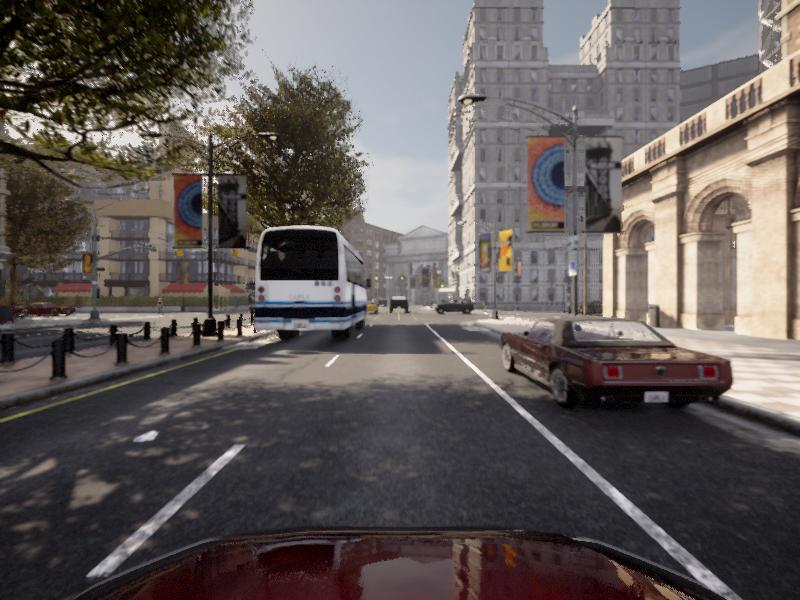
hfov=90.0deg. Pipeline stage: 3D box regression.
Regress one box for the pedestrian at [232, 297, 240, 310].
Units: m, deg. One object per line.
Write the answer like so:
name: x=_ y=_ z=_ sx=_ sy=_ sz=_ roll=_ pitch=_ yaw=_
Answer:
pedestrian: x=-23.506 y=0.489 z=57.470 sx=0.751 sy=1.860 sz=0.751 roll=0 pitch=0 yaw=29

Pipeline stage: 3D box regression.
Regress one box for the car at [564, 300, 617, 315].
car: x=21.046 y=0.830 z=44.372 sx=4.974 sy=1.542 sz=2.038 roll=0 pitch=0 yaw=-1

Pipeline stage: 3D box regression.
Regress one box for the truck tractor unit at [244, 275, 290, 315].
truck tractor unit: x=-15.116 y=-0.521 z=45.981 sx=3.053 sy=4.208 sz=6.516 roll=0 pitch=0 yaw=0

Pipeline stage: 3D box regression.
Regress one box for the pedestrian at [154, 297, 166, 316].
pedestrian: x=-23.295 y=0.640 z=38.855 sx=0.751 sy=1.860 sz=0.751 roll=0 pitch=0 yaw=0

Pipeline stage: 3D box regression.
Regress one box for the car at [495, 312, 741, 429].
car: x=3.240 y=0.939 z=7.287 sx=1.895 sy=1.301 sz=4.718 roll=0 pitch=0 yaw=0

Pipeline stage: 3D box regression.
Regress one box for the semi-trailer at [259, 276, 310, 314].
semi-trailer: x=-15.126 y=-0.615 z=53.896 sx=2.717 sy=4.402 sz=14.254 roll=0 pitch=0 yaw=0

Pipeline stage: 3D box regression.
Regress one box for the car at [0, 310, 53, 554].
car: x=-3.362 y=0.828 z=1.026 sx=1.845 sy=1.501 sz=3.633 roll=0 pitch=0 yaw=-1

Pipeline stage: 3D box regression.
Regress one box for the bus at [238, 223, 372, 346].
bus: x=-3.662 y=-0.533 z=19.011 sx=3.944 sy=4.253 sz=10.273 roll=0 pitch=0 yaw=0

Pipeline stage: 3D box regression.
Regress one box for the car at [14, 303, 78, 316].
car: x=-35.699 y=0.947 z=40.401 sx=4.718 sy=1.301 sz=1.895 roll=0 pitch=0 yaw=0

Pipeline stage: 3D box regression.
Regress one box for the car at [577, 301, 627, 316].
car: x=20.635 y=0.857 z=40.881 sx=4.193 sy=1.474 sz=1.816 roll=0 pitch=0 yaw=0

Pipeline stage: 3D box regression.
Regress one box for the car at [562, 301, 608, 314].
car: x=22.092 y=0.873 z=47.875 sx=4.674 sy=1.442 sz=1.812 roll=0 pitch=0 yaw=0

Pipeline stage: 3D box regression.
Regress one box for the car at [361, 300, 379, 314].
car: x=-3.620 y=0.805 z=48.687 sx=1.801 sy=1.575 sz=5.366 roll=0 pitch=0 yaw=0

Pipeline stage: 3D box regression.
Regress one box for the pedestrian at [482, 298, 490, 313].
pedestrian: x=10.332 y=0.641 z=48.245 sx=0.751 sy=1.860 sz=0.751 roll=0 pitch=0 yaw=-3

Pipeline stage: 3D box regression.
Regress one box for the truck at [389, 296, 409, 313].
truck: x=-0.127 y=0.546 z=51.176 sx=2.390 sy=2.098 sz=6.274 roll=0 pitch=0 yaw=0

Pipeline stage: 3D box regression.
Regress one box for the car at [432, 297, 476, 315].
car: x=5.952 y=0.656 z=44.246 sx=4.605 sy=1.855 sz=1.932 roll=0 pitch=0 yaw=0
